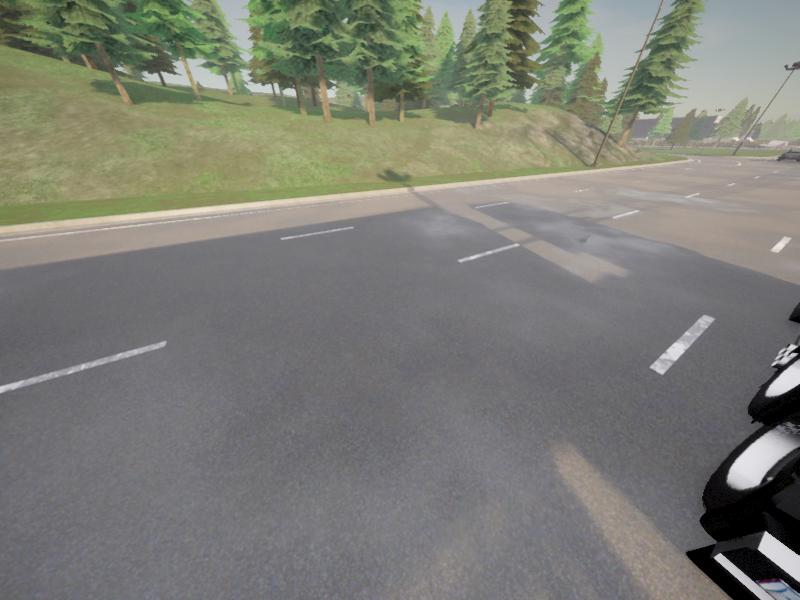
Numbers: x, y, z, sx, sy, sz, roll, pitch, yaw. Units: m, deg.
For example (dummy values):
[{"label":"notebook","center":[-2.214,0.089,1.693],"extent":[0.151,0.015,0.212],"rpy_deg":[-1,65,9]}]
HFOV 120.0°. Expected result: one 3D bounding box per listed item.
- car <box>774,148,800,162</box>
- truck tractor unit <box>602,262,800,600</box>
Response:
[{"label":"car","center":[54.824,-20.156,32.066],"extent":[4.902,1.511,2.128],"rpy_deg":[-18,39,-24]},{"label":"truck tractor unit","center":[5.104,-0.309,0.782],"extent":[6.516,4.208,3.053],"rpy_deg":[-19,39,-24]}]
